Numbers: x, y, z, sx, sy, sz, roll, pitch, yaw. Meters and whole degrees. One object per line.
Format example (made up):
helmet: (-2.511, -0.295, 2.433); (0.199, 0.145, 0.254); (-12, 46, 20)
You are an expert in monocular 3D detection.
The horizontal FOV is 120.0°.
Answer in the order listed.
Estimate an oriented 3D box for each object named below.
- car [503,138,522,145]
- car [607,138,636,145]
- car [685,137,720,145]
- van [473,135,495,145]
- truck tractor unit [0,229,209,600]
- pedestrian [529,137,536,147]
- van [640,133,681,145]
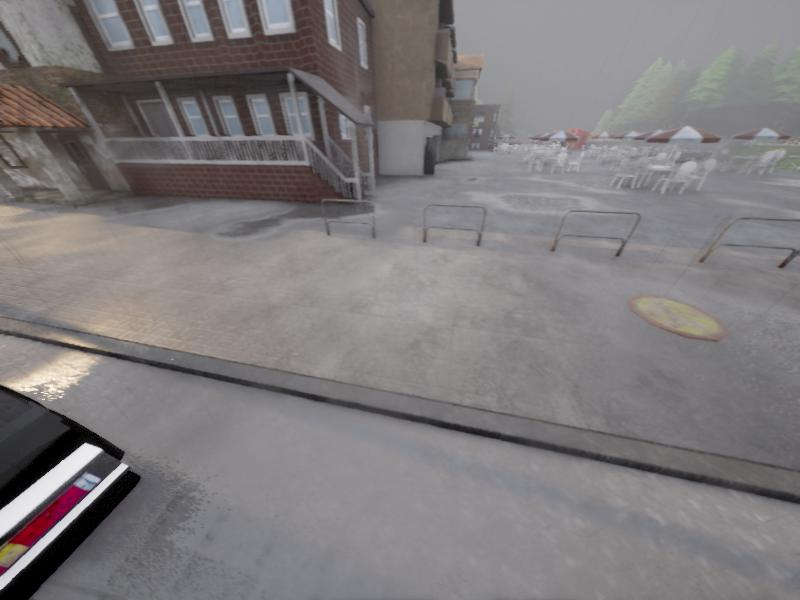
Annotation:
car: (33.823, -47.645, 69.460); (4.553, 1.767, 2.097); (7, 36, 10)
car: (58.865, -42.215, 61.558); (4.974, 1.542, 2.038); (7, 36, 10)
car: (76.231, -40.166, 58.344); (4.856, 1.649, 2.033); (7, 36, 10)
van: (25.709, -48.940, 70.729); (5.915, 2.561, 1.988); (7, 36, 10)
truck tractor unit: (-5.321, 0.006, 0.357); (6.516, 4.208, 3.053); (7, 36, 11)
pedestrian: (30.259, -36.073, 52.860); (0.751, 1.860, 0.751); (29, 45, 35)
van: (67.203, -41.565, 59.777); (6.366, 2.431, 2.351); (7, 36, 10)
